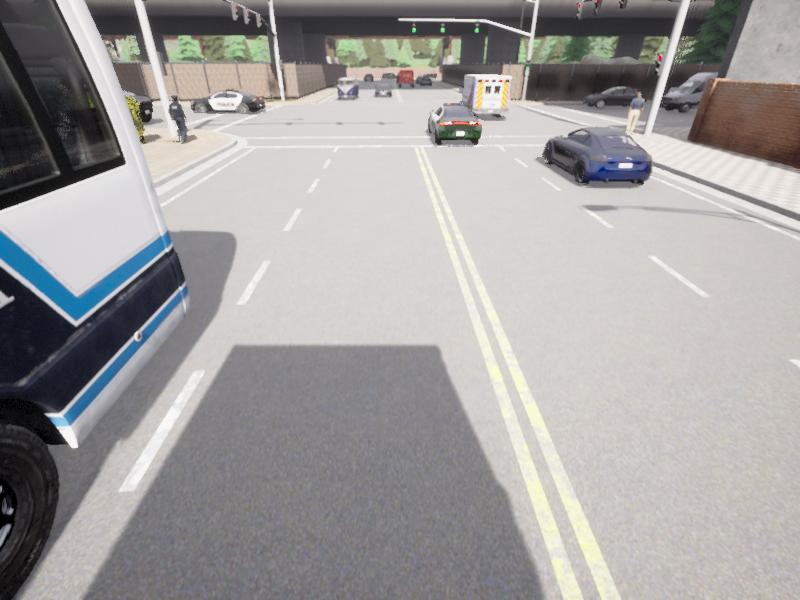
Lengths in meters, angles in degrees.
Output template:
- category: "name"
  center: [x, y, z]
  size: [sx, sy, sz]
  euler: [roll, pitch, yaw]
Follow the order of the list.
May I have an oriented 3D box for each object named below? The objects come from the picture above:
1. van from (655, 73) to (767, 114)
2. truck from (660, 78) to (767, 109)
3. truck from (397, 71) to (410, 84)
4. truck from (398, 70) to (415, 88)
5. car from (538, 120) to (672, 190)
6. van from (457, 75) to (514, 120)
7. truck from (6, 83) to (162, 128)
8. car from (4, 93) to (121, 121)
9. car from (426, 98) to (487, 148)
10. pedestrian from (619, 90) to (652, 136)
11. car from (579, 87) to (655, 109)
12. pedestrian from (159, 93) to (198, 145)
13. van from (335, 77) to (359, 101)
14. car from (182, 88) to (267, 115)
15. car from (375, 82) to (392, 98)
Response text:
- category: "van"
  center: [22.538, -15.152, 29.264]
  size: [5.915, 2.561, 1.988]
  euler: [-1, 30, -1]
- category: "truck"
  center: [25.255, -16.763, 32.454]
  size: [6.274, 2.098, 2.390]
  euler: [-1, 30, -1]
- category: "truck"
  center: [0.630, -43.012, 77.360]
  size: [2.390, 2.098, 6.274]
  euler: [-1, 30, -1]
- category: "truck"
  center: [1.010, -36.158, 65.290]
  size: [2.627, 2.467, 5.204]
  euler: [-1, 30, -1]
- category: "car"
  center: [6.187, -4.761, 12.772]
  size: [1.994, 1.385, 4.181]
  euler: [-1, 30, -1]
- category: "van"
  center: [5.705, -14.146, 27.689]
  size: [2.351, 2.431, 6.366]
  euler: [-1, 30, -1]
- category: "truck"
  center: [-17.426, -10.930, 22.452]
  size: [6.274, 2.098, 2.390]
  euler: [-1, 30, -1]
- category: "car"
  center: [-21.386, -12.344, 25.561]
  size: [5.357, 1.411, 2.033]
  euler: [-1, 30, -1]
- category: "car"
  center: [2.490, -8.497, 18.959]
  size: [2.038, 1.542, 4.974]
  euler: [-1, 31, -1]
- category: "pedestrian"
  center: [10.903, -8.684, 18.594]
  size: [0.751, 1.860, 0.751]
  euler: [9, 32, 15]
- category: "car"
  center: [17.486, -16.418, 32.455]
  size: [4.892, 1.490, 1.837]
  euler: [0, 30, 0]
- category: "pedestrian"
  center: [-9.165, -7.514, 16.623]
  size: [0.751, 1.860, 0.751]
  euler: [2, 30, 4]
- category: "van"
  center: [-5.333, -21.707, 41.089]
  size: [1.775, 1.987, 4.442]
  euler: [1, 30, 1]
- category: "car"
  center: [-12.427, -14.210, 28.632]
  size: [4.974, 1.542, 2.038]
  euler: [2, 31, 3]
- category: "car"
  center: [-1.859, -23.648, 44.944]
  size: [1.812, 1.442, 4.674]
  euler: [-1, 30, -2]
